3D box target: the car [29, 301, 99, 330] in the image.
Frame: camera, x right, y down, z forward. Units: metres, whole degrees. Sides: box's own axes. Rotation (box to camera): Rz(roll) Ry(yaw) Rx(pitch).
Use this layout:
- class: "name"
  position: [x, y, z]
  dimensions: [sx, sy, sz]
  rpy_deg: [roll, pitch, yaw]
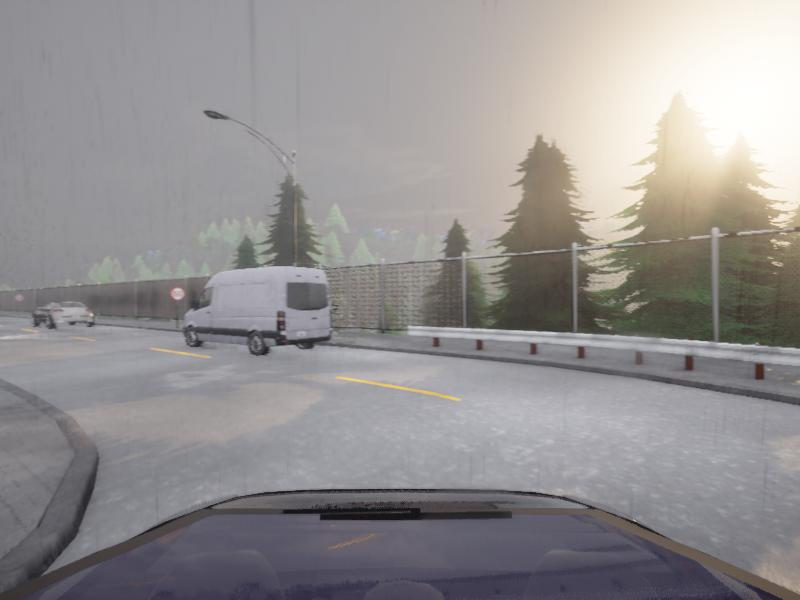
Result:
- class: "car"
  position: [-20.778, 0.875, 24.645]
  dimensions: [5.027, 1.651, 2.152]
  rpy_deg: [0, 0, 36]

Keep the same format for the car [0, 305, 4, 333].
- class: "car"
  position: [-23.420, 1.002, 21.619]
  dimensions: [5.357, 1.411, 2.033]
  rpy_deg: [0, 0, 36]

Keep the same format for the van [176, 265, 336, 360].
- class: "van"
  position: [-4.952, 0.343, 13.228]
  dimensions: [5.915, 2.561, 1.988]
  rpy_deg: [0, 0, 36]
